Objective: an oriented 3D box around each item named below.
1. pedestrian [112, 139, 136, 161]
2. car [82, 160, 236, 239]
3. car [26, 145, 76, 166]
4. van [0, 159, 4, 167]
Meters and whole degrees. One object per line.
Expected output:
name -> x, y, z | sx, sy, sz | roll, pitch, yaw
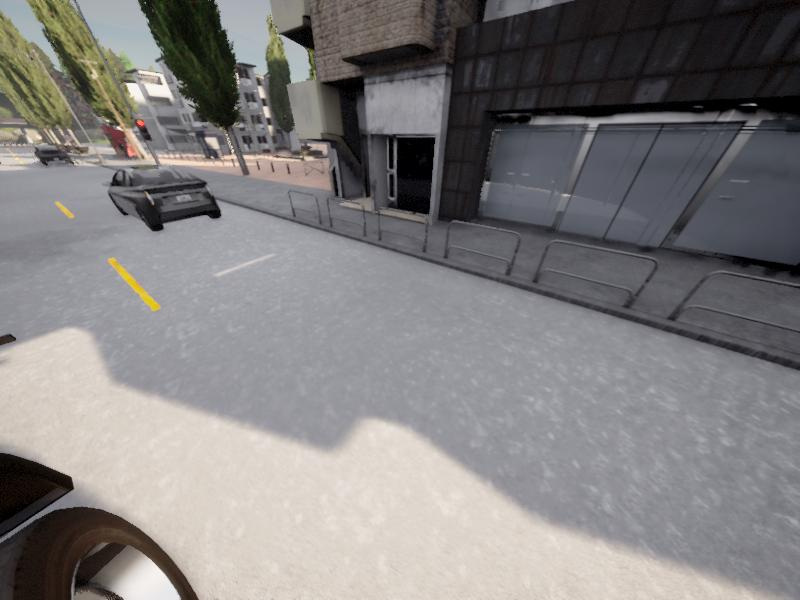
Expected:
pedestrian -> -28.526, -15.511, 23.896 | 0.751, 1.860, 0.751 | 25, 42, 30
car -> -7.748, -3.459, 7.447 | 4.514, 1.525, 2.007 | 22, 41, 28
car -> -33.737, -14.039, 22.306 | 4.892, 1.490, 1.837 | 22, 41, 28
van -> -38.373, -13.503, 20.600 | 5.915, 2.561, 1.988 | 22, 41, 28
